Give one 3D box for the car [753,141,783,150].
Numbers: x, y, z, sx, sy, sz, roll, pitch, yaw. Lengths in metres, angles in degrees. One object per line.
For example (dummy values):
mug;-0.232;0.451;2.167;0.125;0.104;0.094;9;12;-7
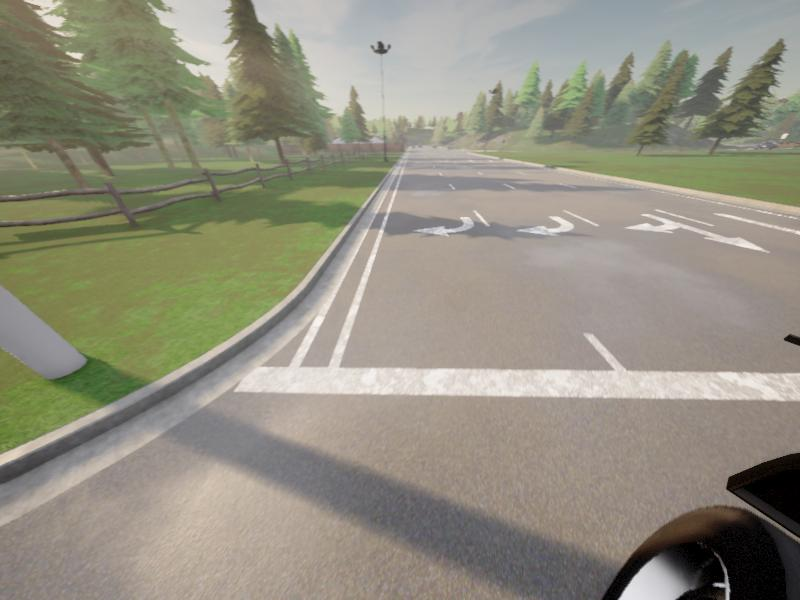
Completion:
car;81.104;-34.033;50.877;5.027;1.651;2.152;-16;37;-21
